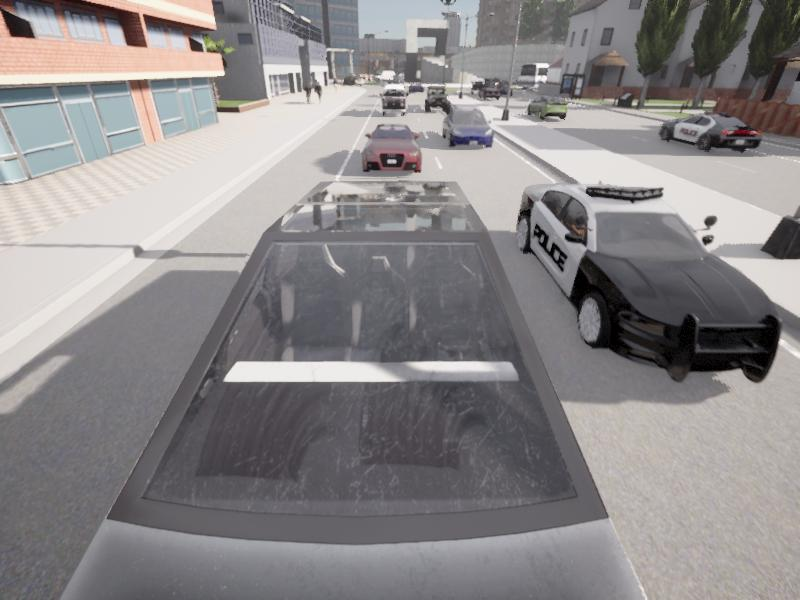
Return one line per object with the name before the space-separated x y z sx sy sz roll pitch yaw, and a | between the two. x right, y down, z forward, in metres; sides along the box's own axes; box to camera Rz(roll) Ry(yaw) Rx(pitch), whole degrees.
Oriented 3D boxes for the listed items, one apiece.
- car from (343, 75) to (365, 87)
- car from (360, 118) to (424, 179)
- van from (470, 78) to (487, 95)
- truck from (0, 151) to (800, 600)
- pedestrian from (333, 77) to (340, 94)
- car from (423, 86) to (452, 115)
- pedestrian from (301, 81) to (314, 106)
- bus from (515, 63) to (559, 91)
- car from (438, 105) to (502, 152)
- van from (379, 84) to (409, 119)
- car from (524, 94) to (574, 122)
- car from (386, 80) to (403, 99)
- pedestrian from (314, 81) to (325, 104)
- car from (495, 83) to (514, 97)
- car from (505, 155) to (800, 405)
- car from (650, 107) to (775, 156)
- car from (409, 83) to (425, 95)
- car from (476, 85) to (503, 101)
car | -8.833 -41.625 76.006 1.932 1.855 4.605 -20 36 -32
car | -0.277 -5.595 14.474 1.994 1.385 4.181 0 30 -1
van | 11.721 -31.980 59.772 2.069 2.038 4.480 6 31 8
truck | -0.169 0.225 3.698 2.390 2.098 6.274 0 29 0
pedestrian | -8.055 -27.088 50.546 0.751 1.860 0.751 -3 30 -7
car | 3.011 -16.380 32.692 1.905 1.878 3.866 0 30 -1
pedestrian | -8.036 -18.008 34.843 0.751 1.860 0.751 2 30 2
bus | 25.961 -42.190 75.617 3.944 4.253 10.273 22 36 31
car | 3.168 -8.337 19.203 2.163 1.488 4.792 0 30 -1
van | -0.457 -14.893 29.871 2.069 2.038 4.480 0 30 -1
car | 11.040 -14.480 30.007 2.007 1.525 4.514 0 30 -1
car | -0.731 -25.720 48.742 1.932 1.855 4.605 0 30 -1
pedestrian | -7.344 -18.909 36.440 0.751 1.860 0.751 0 30 -2
car | 14.550 -29.254 55.642 1.845 1.501 3.633 3 30 3
car | 3.326 -0.886 6.165 1.930 1.638 5.238 0 30 -1
car | 14.669 -8.218 19.282 2.038 1.542 4.974 0 30 -1
car | 2.417 -30.575 57.810 1.895 1.301 4.718 -1 30 -4
car | 10.832 -25.137 48.557 2.033 1.411 5.357 1 30 -1
